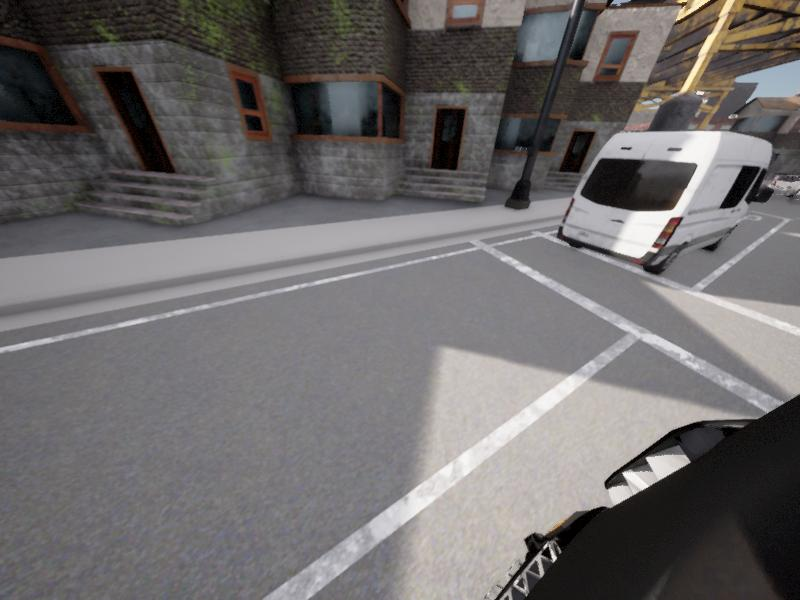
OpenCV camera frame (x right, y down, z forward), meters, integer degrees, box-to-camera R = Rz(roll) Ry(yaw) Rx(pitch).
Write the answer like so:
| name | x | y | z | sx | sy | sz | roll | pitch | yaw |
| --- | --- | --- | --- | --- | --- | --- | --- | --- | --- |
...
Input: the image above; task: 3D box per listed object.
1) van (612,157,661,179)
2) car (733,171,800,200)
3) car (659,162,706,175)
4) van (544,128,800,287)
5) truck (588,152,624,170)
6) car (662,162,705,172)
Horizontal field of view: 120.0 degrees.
| name | x | y | z | sx | sy | sz | roll | pitch | yaw |
| --- | --- | --- | --- | --- | --- | --- | --- | --- | --- |
| van | 29.557 | -16.727 | 29.093 | 2.069 | 2.038 | 4.480 | 10 | 35 | 11 |
| car | 28.888 | -9.020 | 17.994 | 1.845 | 1.501 | 3.633 | 21 | 38 | 24 |
| car | 49.409 | -23.199 | 40.547 | 2.038 | 1.542 | 4.974 | -27 | 44 | -37 |
| van | 6.905 | -2.508 | 5.827 | 5.915 | 2.561 | 1.988 | -15 | 37 | -24 |
| truck | 37.528 | -25.516 | 42.389 | 2.627 | 2.467 | 5.204 | 10 | 35 | 11 |
| car | 49.452 | -23.308 | 40.430 | 1.853 | 1.218 | 4.536 | -27 | 44 | -37 |
